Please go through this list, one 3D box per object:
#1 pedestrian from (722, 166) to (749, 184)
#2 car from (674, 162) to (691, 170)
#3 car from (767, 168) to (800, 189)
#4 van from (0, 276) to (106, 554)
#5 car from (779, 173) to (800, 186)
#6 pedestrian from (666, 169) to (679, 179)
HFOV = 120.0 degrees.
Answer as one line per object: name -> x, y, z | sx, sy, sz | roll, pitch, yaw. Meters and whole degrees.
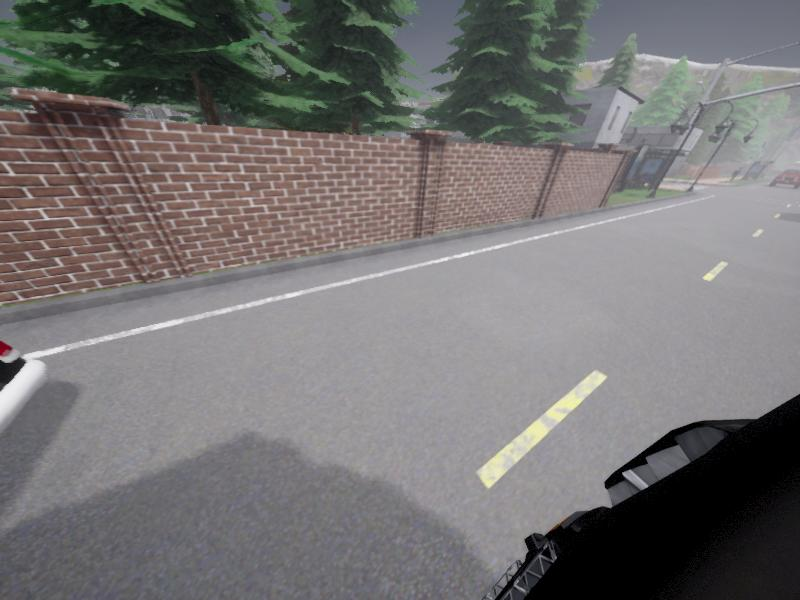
pedestrian -> 39.632, -14.778, 27.326 | 0.751, 1.860, 0.751 | 12, 35, 13
car -> 84.194, -40.051, 68.874 | 4.605, 1.855, 1.932 | -18, 39, -28
car -> 49.485, -15.409, 29.217 | 5.566, 2.045, 2.150 | -17, 39, -27
van -> -4.486, 1.032, 0.166 | 4.480, 2.038, 2.069 | -17, 38, -24
car -> 59.970, -18.330, 35.059 | 4.181, 1.385, 1.994 | -17, 39, -28
pedestrian -> 35.256, -16.279, 29.882 | 0.500, 1.100, 0.500 | -12, 36, -21
